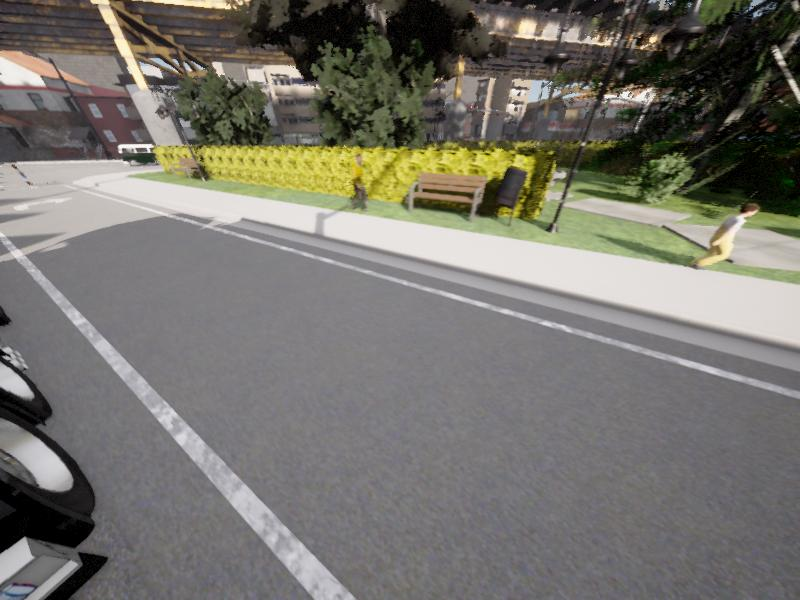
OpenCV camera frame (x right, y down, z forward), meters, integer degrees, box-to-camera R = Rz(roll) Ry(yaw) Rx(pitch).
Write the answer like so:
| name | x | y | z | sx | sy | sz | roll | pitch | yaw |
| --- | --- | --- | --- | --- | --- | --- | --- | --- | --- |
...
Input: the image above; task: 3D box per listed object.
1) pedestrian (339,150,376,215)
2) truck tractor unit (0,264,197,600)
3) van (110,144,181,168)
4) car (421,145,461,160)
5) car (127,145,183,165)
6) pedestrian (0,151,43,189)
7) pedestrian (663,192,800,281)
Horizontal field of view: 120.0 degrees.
| name | x | y | z | sx | sy | sz | roll | pitch | yaw |
| --- | --- | --- | --- | --- | --- | --- | --- | --- | --- |
| pedestrian | -1.373 | -3.935 | 7.767 | 0.751 | 1.860 | 0.751 | 15 | 38 | 21 |
| truck tractor unit | -5.118 | -0.289 | 0.793 | 6.516 | 4.208 | 3.053 | 18 | 39 | 24 |
| van | -28.010 | -16.078 | 25.677 | 4.480 | 2.038 | 2.069 | -9 | 36 | -11 |
| car | 5.781 | -21.115 | 32.920 | 5.027 | 1.651 | 2.152 | -9 | 36 | -12 |
| car | -29.819 | -17.806 | 28.305 | 3.866 | 1.878 | 1.905 | -9 | 36 | -12 |
| pedestrian | -22.716 | -7.741 | 13.730 | 0.751 | 1.860 | 0.751 | 28 | 44 | 34 |
| pedestrian | 5.833 | -1.175 | 4.209 | 0.751 | 1.300 | 0.751 | 17 | 38 | 23 |
